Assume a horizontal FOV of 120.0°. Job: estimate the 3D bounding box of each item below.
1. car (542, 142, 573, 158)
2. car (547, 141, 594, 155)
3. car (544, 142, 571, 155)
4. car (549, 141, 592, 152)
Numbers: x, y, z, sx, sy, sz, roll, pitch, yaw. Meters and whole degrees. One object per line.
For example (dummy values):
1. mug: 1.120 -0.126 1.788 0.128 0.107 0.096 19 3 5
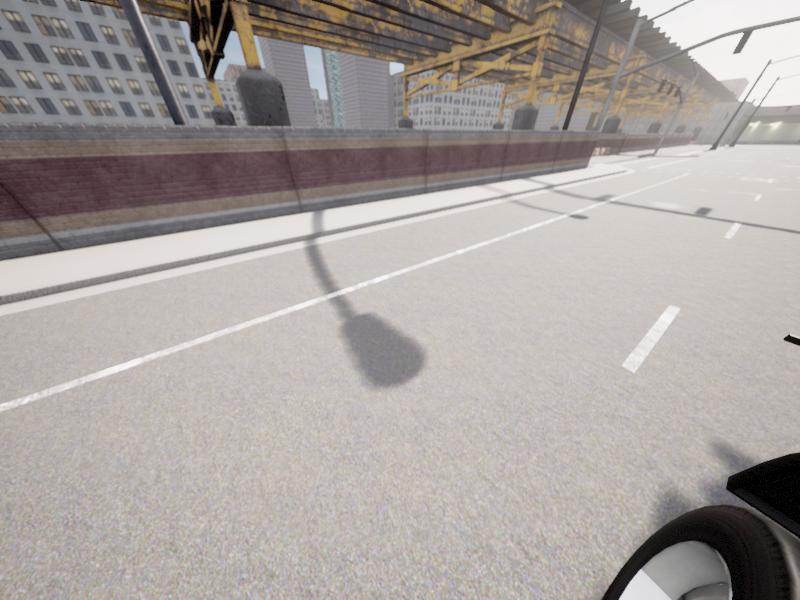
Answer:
1. car: 20.205 -19.464 29.867 2.038 1.542 4.974 11 37 15
2. car: 24.148 -21.634 32.896 4.974 1.542 2.038 -4 35 -5
3. car: 20.220 -19.621 29.817 1.853 1.218 4.536 11 37 15
4. car: 24.096 -21.759 32.800 4.536 1.218 1.853 -4 35 -5
